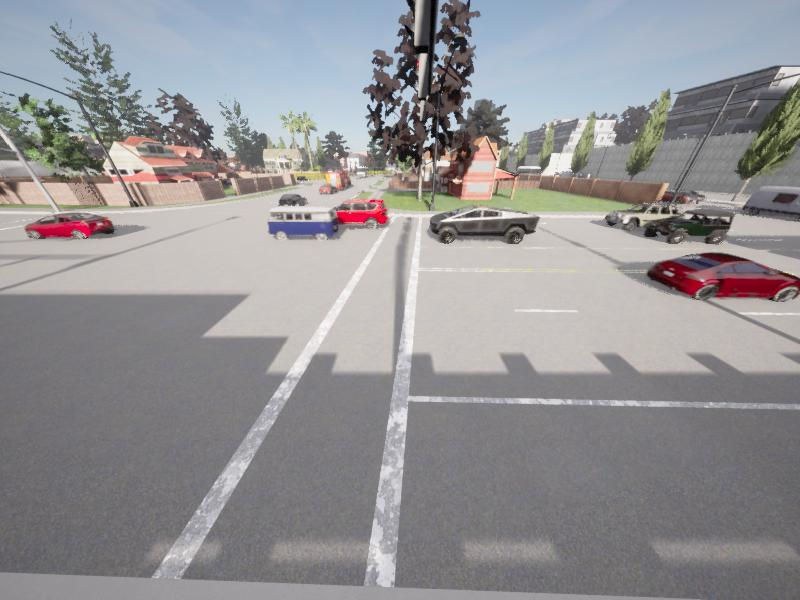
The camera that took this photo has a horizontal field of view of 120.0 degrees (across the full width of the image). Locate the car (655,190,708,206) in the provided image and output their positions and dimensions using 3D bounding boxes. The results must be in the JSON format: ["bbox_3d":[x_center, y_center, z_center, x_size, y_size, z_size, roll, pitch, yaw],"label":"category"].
[{"bbox_3d":[36.310,-13.304,29.973,1.970,1.475,3.806,0,30,1],"label":"car"}]

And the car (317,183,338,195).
[{"bbox_3d":[-12.730,-19.705,40.913,2.152,1.651,5.027,0,30,0],"label":"car"}]

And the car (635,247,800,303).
[{"bbox_3d":[12.274,-1.009,8.785,4.181,1.385,1.994,1,30,1],"label":"car"}]

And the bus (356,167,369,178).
[{"bbox_3d":[-16.290,-55.543,100.349,3.944,4.253,10.273,0,30,0],"label":"bus"}]

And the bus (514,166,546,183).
[{"bbox_3d":[40.685,-39.720,72.942,3.944,4.253,10.273,0,30,1],"label":"bus"}]

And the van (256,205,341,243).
[{"bbox_3d":[-6.377,-5.000,15.076,4.442,1.987,1.775,1,30,1],"label":"van"}]

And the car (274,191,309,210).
[{"bbox_3d":[-12.747,-11.915,27.566,1.837,1.490,4.892,-1,30,-1],"label":"car"}]

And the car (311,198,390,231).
[{"bbox_3d":[-3.610,-6.740,18.036,5.566,2.045,2.150,1,30,1],"label":"car"}]

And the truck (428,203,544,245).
[{"bbox_3d":[5.126,-4.905,14.802,6.274,2.098,2.390,1,30,1],"label":"truck"}]

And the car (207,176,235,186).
[{"bbox_3d":[-41.730,-27.833,53.957,4.605,1.855,1.932,0,30,0],"label":"car"}]

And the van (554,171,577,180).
[{"bbox_3d":[61.382,-46.263,85.818,6.366,2.431,2.351,-2,30,3],"label":"van"}]

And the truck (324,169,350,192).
[{"bbox_3d":[-12.756,-24.915,47.736,2.891,3.827,8.468,0,30,0],"label":"truck"}]

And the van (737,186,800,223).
[{"bbox_3d":[35.878,-8.675,20.895,1.988,2.561,5.915,4,30,6],"label":"van"}]

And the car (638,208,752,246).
[{"bbox_3d":[18.346,-4.667,14.601,3.866,1.878,1.905,1,30,1],"label":"car"}]

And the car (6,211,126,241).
[{"bbox_3d":[-22.143,-5.011,15.511,4.514,1.525,2.007,1,30,1],"label":"car"}]

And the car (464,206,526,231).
[{"bbox_3d":[7.233,-6.365,17.954,3.806,1.475,1.970,1,30,1],"label":"car"}]

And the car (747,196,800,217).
[{"bbox_3d":[39.669,-9.273,23.073,2.033,1.411,5.357,1,30,1],"label":"car"}]

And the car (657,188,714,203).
[{"bbox_3d":[39.855,-14.774,32.502,1.837,1.490,4.892,0,30,1],"label":"car"}]

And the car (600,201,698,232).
[{"bbox_3d":[18.651,-6.376,17.578,4.605,1.855,1.932,2,30,1],"label":"car"}]

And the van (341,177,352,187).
[{"bbox_3d":[-12.924,-28.576,55.915,1.775,1.987,4.442,-1,30,-2],"label":"van"}]
